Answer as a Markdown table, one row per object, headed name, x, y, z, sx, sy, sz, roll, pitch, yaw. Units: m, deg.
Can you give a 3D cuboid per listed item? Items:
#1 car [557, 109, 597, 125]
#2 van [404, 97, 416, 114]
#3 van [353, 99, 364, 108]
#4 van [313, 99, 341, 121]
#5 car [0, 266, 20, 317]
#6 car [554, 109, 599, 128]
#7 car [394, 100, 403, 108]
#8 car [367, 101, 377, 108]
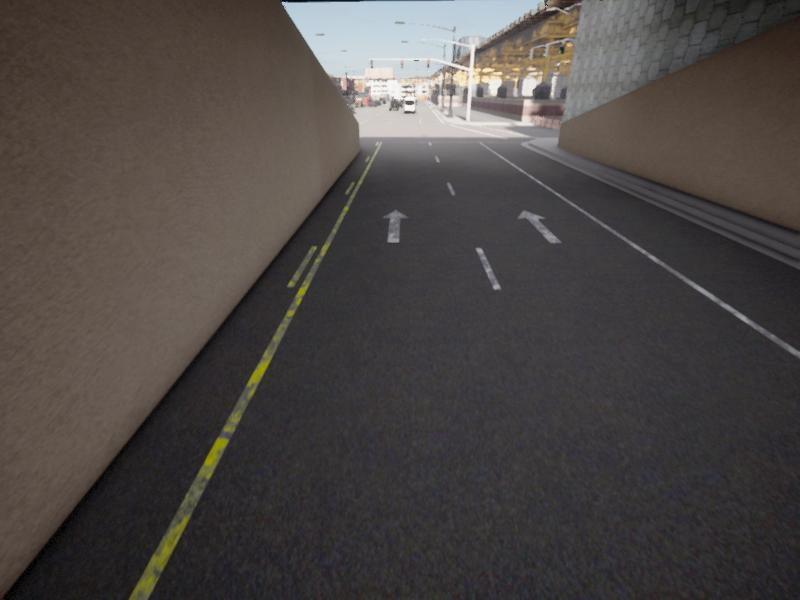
| name | x | y | z | sx | sy | sz | roll | pitch | yaw |
| --- | --- | --- | --- | --- | --- | --- | --- | --- | --- |
| car | 18.111 | -18.728 | 40.860 | 4.536 | 1.218 | 1.853 | -24 | 36 | -38 |
| van | 1.833 | -35.183 | 72.239 | 1.988 | 2.561 | 5.915 | 1 | 27 | 2 |
| van | -10.724 | -51.237 | 104.063 | 2.069 | 2.038 | 4.480 | 1 | 27 | 2 |
| van | -9.562 | -25.268 | 53.134 | 2.351 | 2.431 | 6.366 | 1 | 27 | 2 |
| car | -7.104 | 0.321 | 3.967 | 1.932 | 1.855 | 4.605 | 0 | 27 | 1 |
| car | 18.075 | -18.571 | 40.900 | 4.974 | 1.542 | 2.038 | -24 | 36 | -38 |
| car | -0.375 | -49.454 | 100.979 | 1.930 | 1.638 | 5.238 | 1 | 27 | 2 |
| car | -7.229 | -51.057 | 104.424 | 1.994 | 1.385 | 4.181 | 1 | 27 | 2 |
